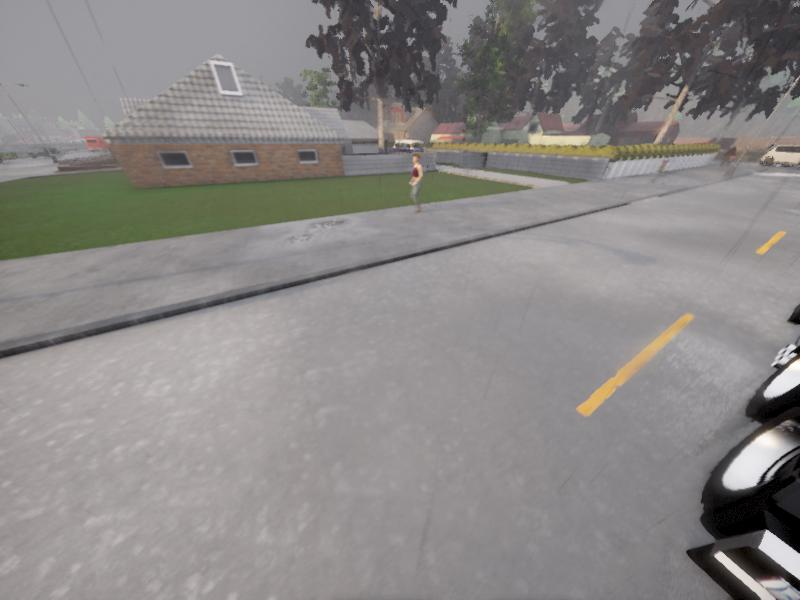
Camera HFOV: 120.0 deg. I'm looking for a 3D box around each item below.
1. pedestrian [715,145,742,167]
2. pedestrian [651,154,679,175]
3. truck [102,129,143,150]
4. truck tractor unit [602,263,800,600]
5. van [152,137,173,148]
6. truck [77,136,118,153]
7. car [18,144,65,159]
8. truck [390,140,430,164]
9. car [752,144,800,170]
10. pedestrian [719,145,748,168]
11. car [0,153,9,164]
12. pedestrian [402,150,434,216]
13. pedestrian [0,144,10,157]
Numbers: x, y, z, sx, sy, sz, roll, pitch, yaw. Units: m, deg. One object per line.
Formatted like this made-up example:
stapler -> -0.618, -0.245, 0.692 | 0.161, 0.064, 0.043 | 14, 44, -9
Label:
pedestrian -> 33.573, -14.771, 23.641 | 0.751, 1.860, 0.751 | -21, 40, -27
pedestrian -> 20.174, -10.321, 17.638 | 0.751, 1.300, 0.751 | -18, 39, -24
truck -> -64.119, -37.274, 53.652 | 2.891, 3.827, 8.468 | -18, 39, -24
truck tractor unit -> 5.112, -0.300, 0.782 | 6.516, 4.208, 3.053 | -18, 39, -24
van -> -68.276, -45.393, 66.503 | 2.351, 2.431, 6.366 | -18, 39, -24
truck -> -56.614, -29.277, 43.415 | 2.627, 2.467, 5.204 | -18, 39, -24
car -> -47.482, -19.840, 30.738 | 1.789, 1.549, 3.705 | -18, 39, -24
truck -> 0.940, -16.015, 24.895 | 2.069, 2.038, 4.478 | -18, 39, -24
car -> 40.273, -14.324, 23.133 | 2.150, 2.045, 5.566 | 8, 36, 10
pedestrian -> 32.501, -13.997, 22.520 | 0.751, 1.860, 0.751 | -21, 40, -27
car -> -41.279, -13.675, 21.958 | 2.038, 1.542, 4.974 | -18, 39, -24
pedestrian -> 0.564, -3.941, 7.815 | 0.751, 1.860, 0.751 | -10, 36, -14
pedestrian -> -53.484, -20.134, 30.618 | 0.751, 1.860, 0.751 | -19, 39, -25
